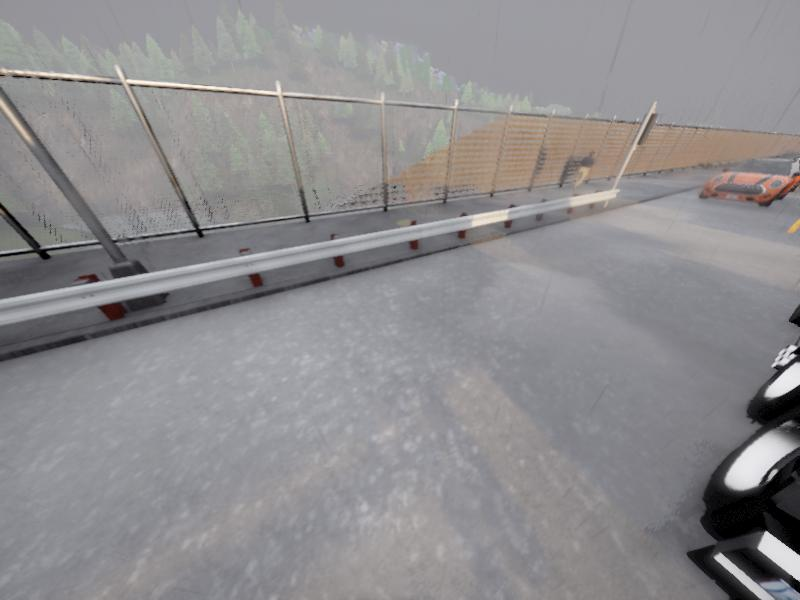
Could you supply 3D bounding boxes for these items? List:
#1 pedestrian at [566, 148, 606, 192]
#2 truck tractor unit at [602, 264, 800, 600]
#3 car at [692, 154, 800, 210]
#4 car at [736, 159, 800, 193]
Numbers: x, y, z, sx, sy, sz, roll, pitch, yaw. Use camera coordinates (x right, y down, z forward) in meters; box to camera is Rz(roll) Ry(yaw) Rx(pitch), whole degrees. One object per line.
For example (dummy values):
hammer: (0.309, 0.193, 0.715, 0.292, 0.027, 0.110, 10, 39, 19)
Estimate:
pedestrian: (9.448, -6.639, 11.790, 0.751, 1.860, 0.751, -20, 40, -27)
truck tractor unit: (5.108, -0.303, 0.788, 6.516, 4.208, 3.053, -18, 39, -24)
car: (16.305, -5.556, 10.579, 4.553, 1.767, 2.097, -18, 39, -24)
car: (22.640, -7.466, 13.756, 4.181, 1.385, 1.994, -18, 39, -25)
